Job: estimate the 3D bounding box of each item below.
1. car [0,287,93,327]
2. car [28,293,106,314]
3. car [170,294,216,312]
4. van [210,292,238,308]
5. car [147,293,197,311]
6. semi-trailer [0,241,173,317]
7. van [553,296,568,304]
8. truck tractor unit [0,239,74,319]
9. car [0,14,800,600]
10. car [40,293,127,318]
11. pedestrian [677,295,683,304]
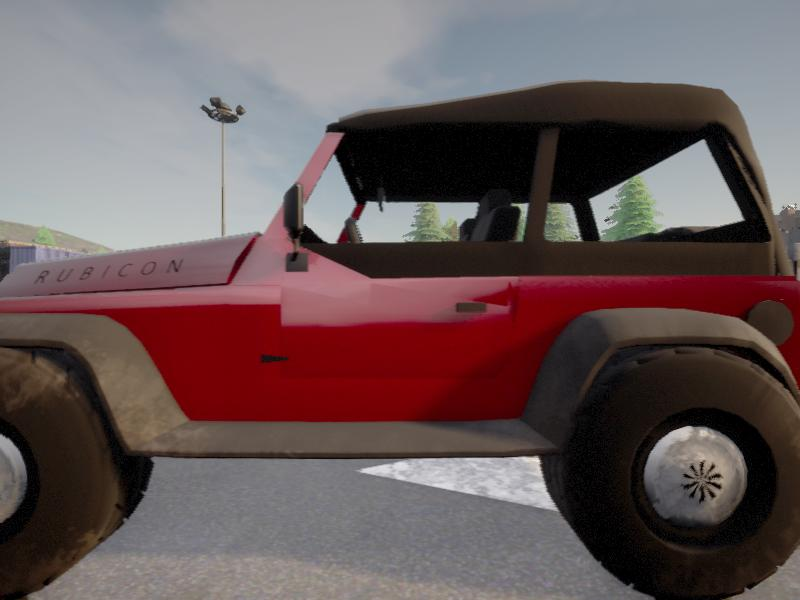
[{"bbox_3d":[-15.319,0.275,16.486,1.812,1.442,4.674,0,0,-1],"label":"car"},{"bbox_3d":[-26.016,0.235,31.532,2.038,1.542,4.974,0,0,-1],"label":"car"},{"bbox_3d":[-19.089,0.251,37.204,1.837,1.490,4.892,0,0,-1],"label":"car"},{"bbox_3d":[-22.779,0.006,51.954,1.775,1.987,4.442,0,0,-1],"label":"van"},{"bbox_3d":[-22.622,0.191,39.946,2.152,1.651,5.027,0,0,-1],"label":"car"},{"bbox_3d":[-22.499,-1.211,30.263,2.717,4.402,14.254,0,0,-1],"label":"semi-trailer"},{"bbox_3d":[38.265,-0.018,95.315,1.775,1.987,4.442,0,0,-1],"label":"van"},{"bbox_3d":[-22.400,-1.091,22.346,3.053,4.208,6.516,0,0,-1],"label":"truck tractor unit"},{"bbox_3d":[-0.068,0.046,2.202,3.866,1.878,1.905,0,0,0],"label":"car"},{"bbox_3d":[-18.918,0.315,24.195,1.994,1.385,4.181,0,0,-1],"label":"car"},{"bbox_3d":[57.604,-0.138,82.257,0.751,1.860,0.751,0,0,-13],"label":"pedestrian"}]
